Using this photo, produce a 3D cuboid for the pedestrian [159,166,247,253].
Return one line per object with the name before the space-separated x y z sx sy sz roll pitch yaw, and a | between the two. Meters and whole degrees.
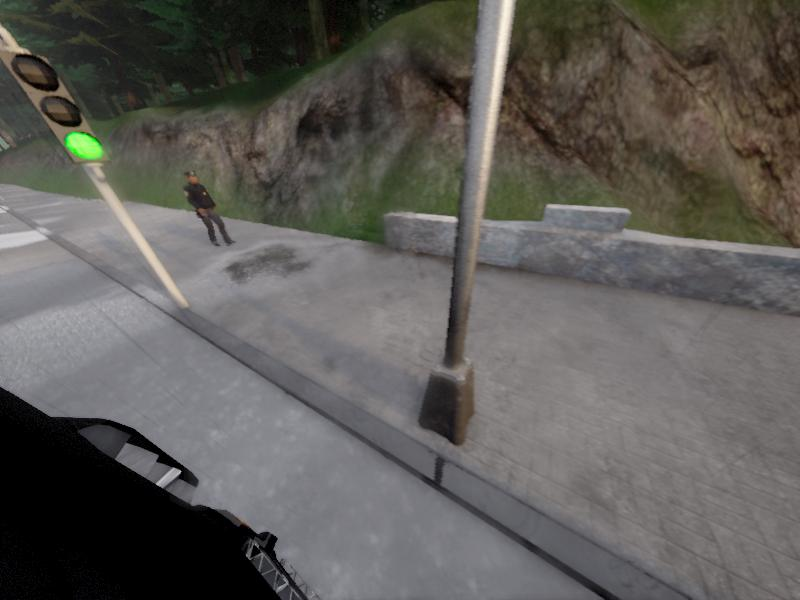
pedestrian | -4.786 -2.234 5.759 0.751 1.860 0.751 11 36 19
